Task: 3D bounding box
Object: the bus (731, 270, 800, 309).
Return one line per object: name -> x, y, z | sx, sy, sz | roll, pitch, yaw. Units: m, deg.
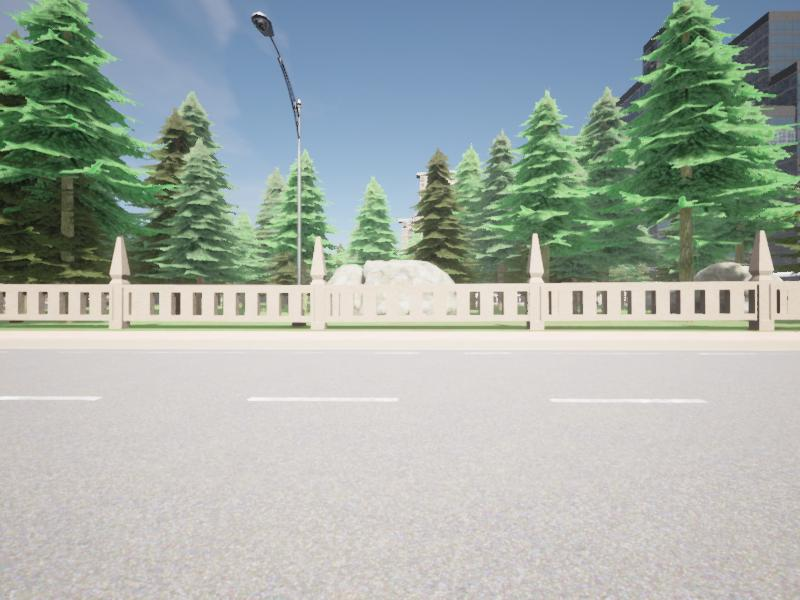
bus -> 45.815, -1.135, 47.963 | 3.944, 4.253, 10.273 | 0, 0, 1
